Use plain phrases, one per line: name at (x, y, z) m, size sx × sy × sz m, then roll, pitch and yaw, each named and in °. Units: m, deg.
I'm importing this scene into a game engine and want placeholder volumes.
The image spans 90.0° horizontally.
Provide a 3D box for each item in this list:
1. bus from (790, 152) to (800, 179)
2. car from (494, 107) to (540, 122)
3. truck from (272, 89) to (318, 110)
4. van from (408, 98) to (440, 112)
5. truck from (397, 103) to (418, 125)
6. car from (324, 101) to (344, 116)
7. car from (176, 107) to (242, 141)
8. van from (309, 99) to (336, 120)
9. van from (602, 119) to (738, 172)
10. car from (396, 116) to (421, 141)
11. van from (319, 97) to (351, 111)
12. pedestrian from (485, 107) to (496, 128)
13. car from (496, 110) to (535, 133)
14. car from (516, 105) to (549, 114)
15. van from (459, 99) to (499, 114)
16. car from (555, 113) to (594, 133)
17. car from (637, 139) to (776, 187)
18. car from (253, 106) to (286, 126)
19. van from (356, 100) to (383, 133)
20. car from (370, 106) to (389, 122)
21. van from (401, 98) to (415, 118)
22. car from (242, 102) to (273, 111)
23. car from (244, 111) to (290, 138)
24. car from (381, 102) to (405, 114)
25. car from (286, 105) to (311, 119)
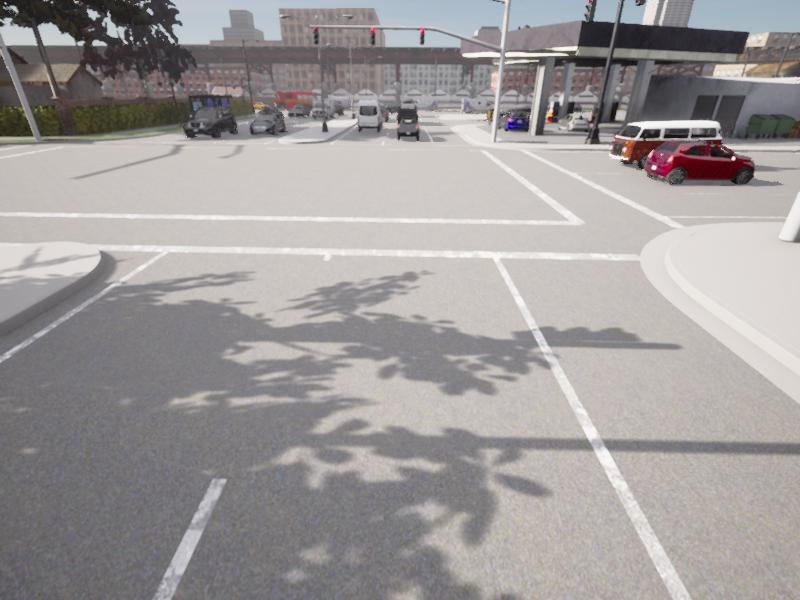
bus at (22.616, -6.623, 15.209) m, size 10.273 × 4.253 × 3.944 m, roll -1°, pitch 27°, yaw 1°
car at (15.096, -23.948, 51.661) m, size 5.238 × 1.638 × 1.930 m, roll -8°, pitch 29°, yaw -16°
truck at (-21.895, -41.917, 83.745) m, size 8.468 × 3.827 × 2.891 m, roll 1°, pitch 27°, yaw 1°
van at (4.726, -39.322, 80.580) m, size 6.366 × 2.431 × 2.351 m, roll 1°, pitch 27°, yaw 1°
truck at (0.896, -22.086, 47.346) m, size 2.390 × 2.098 × 6.274 m, roll 1°, pitch 27°, yaw 1°
car at (-10.321, -30.276, 63.199) m, size 2.150 × 2.045 × 5.566 m, roll 1°, pitch 27°, yaw 1°
car at (-14.407, -13.572, 30.618) m, size 2.150 × 2.045 × 5.566 m, roll 1°, pitch 27°, yaw 1°
van at (-10.480, -26.028, 54.504) m, size 2.351 × 2.431 × 6.366 m, roll 1°, pitch 27°, yaw 1°
van at (12.350, -7.245, 18.658) m, size 4.480 × 2.038 × 2.069 m, roll -1°, pitch 27°, yaw -1°
car at (0.633, -13.192, 30.649) m, size 1.845 × 1.501 × 3.633 m, roll 1°, pitch 27°, yaw 1°
van at (-13.125, -39.638, 80.795) m, size 5.915 × 2.561 × 1.988 m, roll 1°, pitch 27°, yaw 1°
pedestrian at (8.700, -17.596, 38.583) m, size 0.751 × 1.860 × 0.751 m, roll 3°, pitch 27°, yaw 5°
car at (10.446, -16.429, 36.671) m, size 2.242 × 1.667 × 4.611 m, roll 1°, pitch 27°, yaw 1°
car at (24.506, -35.386, 74.311) m, size 5.357 × 1.411 × 2.033 m, roll 1°, pitch 27°, yaw 1°
van at (13.955, -34.392, 71.107) m, size 6.366 × 2.431 × 2.351 m, roll 1°, pitch 27°, yaw 1°
car at (16.200, -16.564, 37.363) m, size 1.970 × 1.475 × 3.806 m, roll 1°, pitch 27°, yaw 1°
car at (11.771, -5.394, 15.615) m, size 3.633 × 1.501 × 1.845 m, roll 0°, pitch 27°, yaw 0°
car at (-14.182, -20.199, 43.717) m, size 1.932 × 1.855 × 4.605 m, roll 1°, pitch 26°, yaw 1°
van at (-2.725, -17.265, 37.420) m, size 1.988 × 2.561 × 5.915 m, roll 1°, pitch 26°, yaw 1°
car at (-2.550, -23.595, 50.755) m, size 2.152 × 1.651 × 5.027 m, roll 1°, pitch 27°, yaw 1°
van at (1.161, -29.541, 61.381) m, size 1.988 × 2.561 × 5.915 m, roll 1°, pitch 27°, yaw 1°
car at (-28.943, -39.396, 81.247) m, size 5.366 × 1.575 × 1.801 m, roll 1°, pitch 27°, yaw 1°
car at (-10.834, -14.521, 32.971) m, size 2.033 × 1.649 × 4.856 m, roll 1°, pitch 27°, yaw 1°
car at (-1.224, -34.606, 72.030) m, size 2.097 × 1.767 × 4.553 m, roll 17°, pitch 32°, yaw 30°
car at (-13.951, -26.050, 55.381) m, size 2.152 × 1.651 × 5.027 m, roll 1°, pitch 27°, yaw 1°
